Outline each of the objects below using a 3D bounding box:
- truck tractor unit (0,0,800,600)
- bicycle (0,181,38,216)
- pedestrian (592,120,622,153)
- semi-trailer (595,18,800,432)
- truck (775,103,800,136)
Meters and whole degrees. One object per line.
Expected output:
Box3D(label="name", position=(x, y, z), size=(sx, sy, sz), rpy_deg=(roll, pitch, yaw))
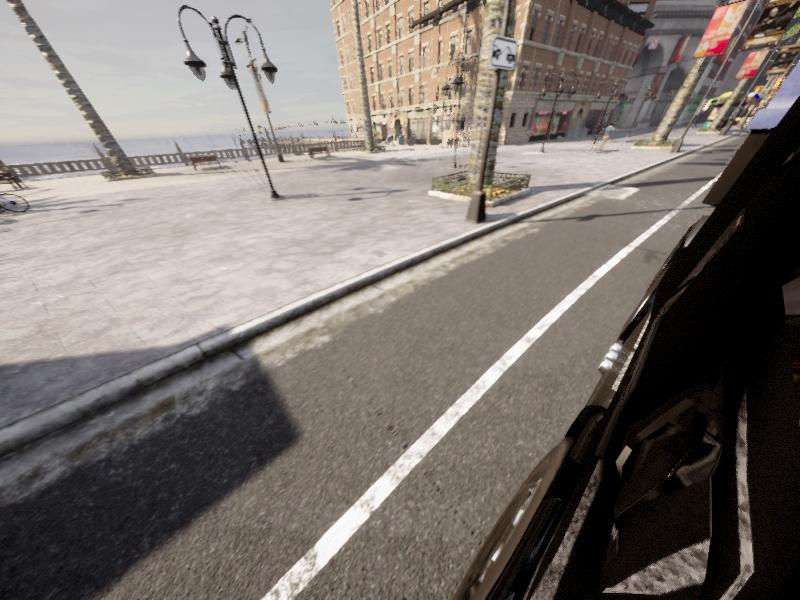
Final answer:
Box3D(label="truck tractor unit", position=(2.645, -0.295, 0.351), size=(6.516, 4.208, 3.053), rpy_deg=(-28, 44, -30))
Box3D(label="bicycle", position=(-15.101, -3.651, 8.456), size=(1.643, 1.024, 0.373), rpy_deg=(-26, 42, -28))
Box3D(label="pedestrian", position=(14.801, -11.714, 16.565), size=(0.751, 1.860, 0.751), rpy_deg=(-23, 41, -25))
Box3D(label="semi-trailer", position=(8.863, -3.486, 4.061), size=(14.254, 4.402, 2.717), rpy_deg=(-26, 42, -28))
Box3D(label="truck", position=(42.864, -19.374, 23.666), size=(8.468, 3.827, 2.891), rpy_deg=(-25, 42, -27))
